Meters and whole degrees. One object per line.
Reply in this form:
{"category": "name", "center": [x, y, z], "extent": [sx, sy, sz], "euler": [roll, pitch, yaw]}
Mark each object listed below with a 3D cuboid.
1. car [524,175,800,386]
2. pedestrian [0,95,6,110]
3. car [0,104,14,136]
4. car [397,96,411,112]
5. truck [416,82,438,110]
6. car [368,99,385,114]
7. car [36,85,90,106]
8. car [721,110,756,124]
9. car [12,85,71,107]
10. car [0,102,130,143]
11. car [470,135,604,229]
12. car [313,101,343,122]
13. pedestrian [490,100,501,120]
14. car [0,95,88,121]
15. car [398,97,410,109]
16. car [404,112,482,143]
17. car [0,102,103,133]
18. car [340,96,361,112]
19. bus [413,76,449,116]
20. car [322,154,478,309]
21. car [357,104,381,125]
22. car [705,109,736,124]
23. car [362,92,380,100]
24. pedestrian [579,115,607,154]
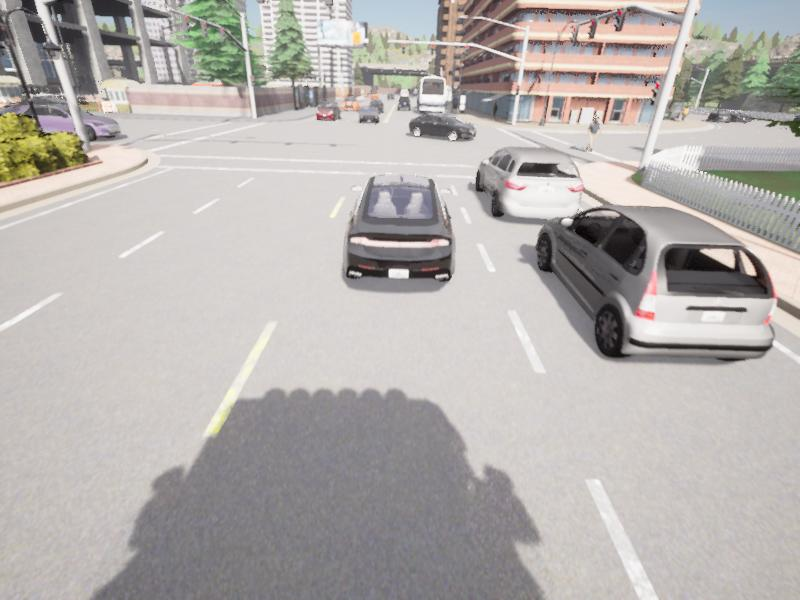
{"category": "car", "center": [3.488, -0.663, 6.113], "extent": [1.851, 1.617, 3.988], "euler": [2, 28, 0]}
{"category": "pedestrian", "center": [-34.894, -17.323, 34.278], "extent": [0.751, 1.860, 0.751], "euler": [2, 28, -1]}
{"category": "car", "center": [-23.805, -9.402, 20.852], "extent": [4.792, 1.488, 2.163], "euler": [2, 28, -1]}
{"category": "car", "center": [0.596, -28.429, 57.861], "extent": [1.905, 1.878, 3.866], "euler": [2, 28, 0]}
{"category": "truck", "center": [4.217, -33.267, 65.123], "extent": [2.891, 3.827, 8.468], "euler": [2, 28, 0]}
{"category": "car", "center": [-2.992, -24.584, 50.829], "extent": [1.837, 1.490, 4.892], "euler": [2, 28, 0]}
{"category": "car", "center": [-36.964, -22.510, 43.965], "extent": [3.866, 1.878, 1.905], "euler": [2, 28, 0]}
{"category": "car", "center": [46.844, -25.383, 55.454], "extent": [1.970, 1.475, 3.806], "euler": [8, 29, 11]}
{"category": "car", "center": [-36.990, -21.130, 41.367], "extent": [3.866, 1.878, 1.905], "euler": [2, 28, 0]}
{"category": "car", "center": [-17.381, -9.286, 20.882], "extent": [4.856, 1.649, 2.033], "euler": [2, 28, 0]}
{"category": "car", "center": [3.577, -3.623, 11.619], "extent": [2.242, 1.667, 4.611], "euler": [2, 28, 0]}
{"category": "car", "center": [-6.733, -17.855, 37.813], "extent": [1.851, 1.617, 3.988], "euler": [3, 28, 2]}
{"category": "pedestrian", "center": [10.318, -20.564, 43.334], "extent": [0.751, 1.860, 0.751], "euler": [0, 28, -4]}
{"category": "car", "center": [-26.861, -14.427, 30.053], "extent": [5.008, 1.535, 1.882], "euler": [2, 28, -1]}
{"category": "car", "center": [0.672, -32.021, 64.998], "extent": [1.801, 1.575, 5.366], "euler": [2, 28, 0]}
{"category": "car", "center": [2.783, -11.591, 26.700], "extent": [4.892, 1.490, 1.837], "euler": [22, 35, 34]}
{"category": "car", "center": [-21.431, -10.940, 23.989], "extent": [5.357, 1.411, 2.033], "euler": [2, 28, -1]}
{"category": "car", "center": [-6.465, -25.782, 52.541], "extent": [2.097, 1.767, 4.553], "euler": [2, 28, 0]}
{"category": "bus", "center": [3.966, -27.491, 53.797], "extent": [3.944, 4.253, 10.273], "euler": [2, 28, 0]}
{"category": "car", "center": [0.009, -1.714, 7.972], "extent": [2.128, 1.511, 4.902], "euler": [2, 28, 0]}
{"category": "car", "center": [-2.887, -17.128, 36.913], "extent": [2.033, 1.411, 5.357], "euler": [0, 28, -4]}
{"category": "car", "center": [42.707, -24.518, 53.377], "extent": [1.789, 1.549, 3.705], "euler": [9, 29, 14]}
{"category": "car", "center": [-7.270, -51.537, 100.952], "extent": [2.097, 1.767, 4.553], "euler": [18, 32, 28]}
{"category": "pedestrian", "center": [10.602, -9.100, 21.998], "extent": [0.751, 1.860, 0.751], "euler": [2, 28, 1]}
